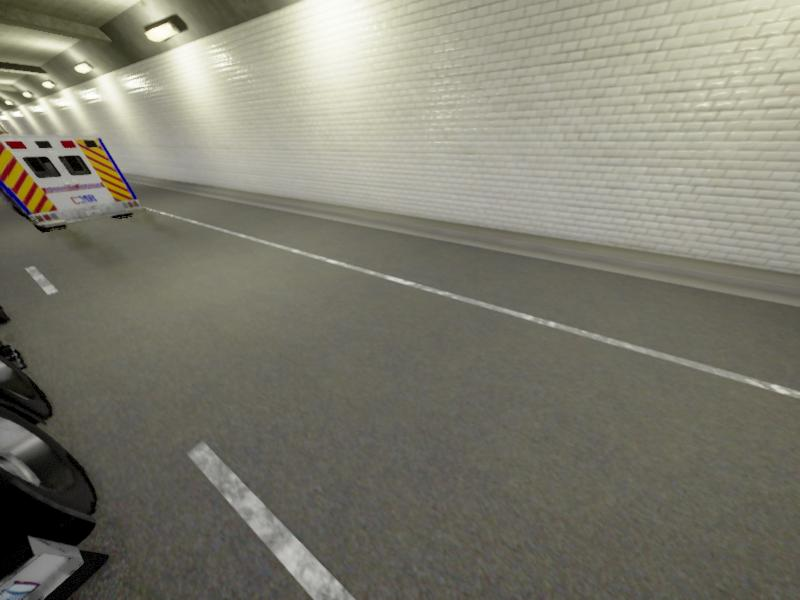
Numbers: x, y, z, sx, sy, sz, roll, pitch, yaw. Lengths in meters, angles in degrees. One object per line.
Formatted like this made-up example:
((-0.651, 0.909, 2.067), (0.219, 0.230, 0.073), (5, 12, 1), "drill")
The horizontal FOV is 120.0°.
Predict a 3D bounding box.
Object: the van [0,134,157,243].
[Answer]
((-11.785, -4.039, 7.789), (6.366, 2.431, 2.351), (18, 39, 24), "van")

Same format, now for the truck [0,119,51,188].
((-27.413, -9.697, 14.838), (8.468, 3.827, 2.891), (18, 39, 24), "truck")

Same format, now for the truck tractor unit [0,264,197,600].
((-5.116, -0.295, 0.779), (6.516, 4.208, 3.053), (18, 39, 24), "truck tractor unit")
